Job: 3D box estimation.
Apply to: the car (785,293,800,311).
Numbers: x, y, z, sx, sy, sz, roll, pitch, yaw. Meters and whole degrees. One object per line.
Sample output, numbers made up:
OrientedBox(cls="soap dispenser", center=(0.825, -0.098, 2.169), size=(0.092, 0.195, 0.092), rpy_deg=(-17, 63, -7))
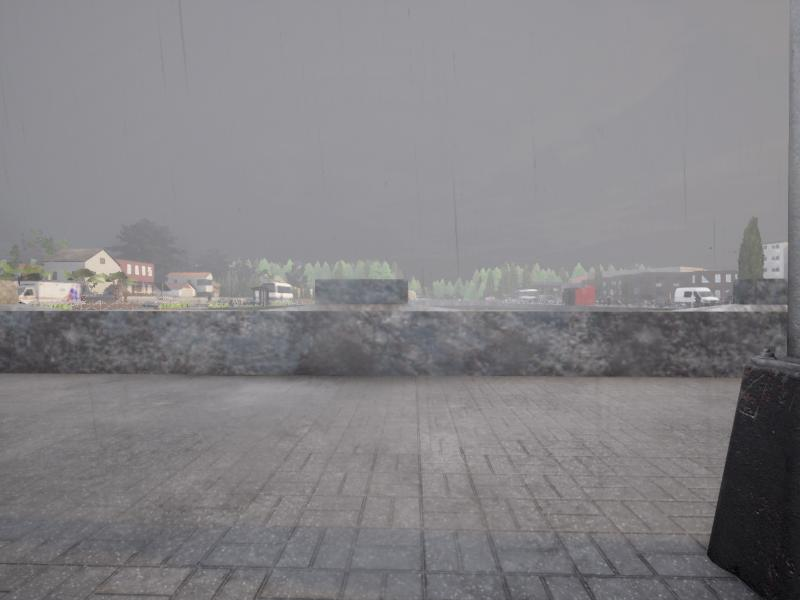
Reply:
OrientedBox(cls="car", center=(36.340, 0.201, 34.239), size=(1.801, 1.575, 5.366), rpy_deg=(0, 0, 2))

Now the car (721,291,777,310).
OrientedBox(cls="car", center=(36.603, 0.052, 42.120), size=(1.932, 1.855, 4.605), rpy_deg=(0, 0, 2))

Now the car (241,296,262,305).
OrientedBox(cls="car", center=(-28.018, 0.168, 75.528), size=(2.033, 1.649, 4.856), rpy_deg=(0, 0, 2))

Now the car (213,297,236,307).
OrientedBox(cls="car", center=(-28.381, 0.296, 64.812), size=(1.970, 1.475, 3.806), rpy_deg=(0, 0, 2))

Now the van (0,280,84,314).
OrientedBox(cls="van", center=(-29.475, -0.222, 32.494), size=(2.351, 2.431, 6.366), rpy_deg=(0, 0, 2))

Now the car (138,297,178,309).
OrientedBox(cls="car", center=(-28.948, 0.344, 48.050), size=(1.895, 1.301, 4.718), rpy_deg=(0, 0, 2))

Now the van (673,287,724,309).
OrientedBox(cls="van", center=(36.850, -0.278, 49.652), size=(1.988, 2.561, 5.915), rpy_deg=(0, 0, 2))

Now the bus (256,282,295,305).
OrientedBox(cls="bus", center=(-24.052, -1.139, 78.051), size=(3.944, 4.253, 10.273), rpy_deg=(0, 0, 2))
